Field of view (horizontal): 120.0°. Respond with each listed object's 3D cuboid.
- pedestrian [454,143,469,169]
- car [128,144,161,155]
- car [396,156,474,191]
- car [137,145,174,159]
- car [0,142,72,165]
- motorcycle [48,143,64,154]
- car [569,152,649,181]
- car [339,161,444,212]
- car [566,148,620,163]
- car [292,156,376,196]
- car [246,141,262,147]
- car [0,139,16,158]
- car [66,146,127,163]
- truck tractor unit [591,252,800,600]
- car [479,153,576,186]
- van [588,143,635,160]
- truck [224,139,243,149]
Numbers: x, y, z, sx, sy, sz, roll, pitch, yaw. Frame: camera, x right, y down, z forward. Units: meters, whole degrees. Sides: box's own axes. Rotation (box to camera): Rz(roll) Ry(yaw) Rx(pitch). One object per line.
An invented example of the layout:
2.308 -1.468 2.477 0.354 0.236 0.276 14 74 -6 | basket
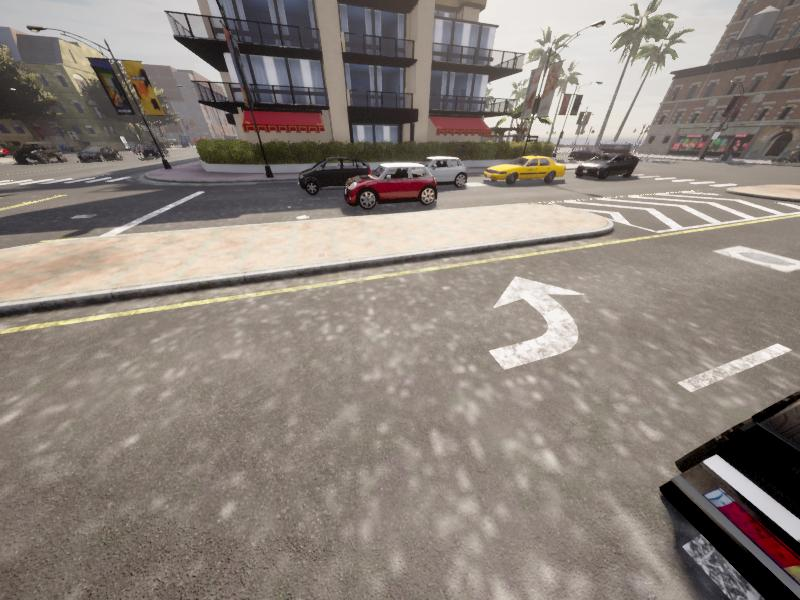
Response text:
5.358 -12.569 20.154 0.751 1.860 0.751 -10 36 -14 | pedestrian
-43.548 -25.814 39.505 1.812 1.442 4.674 -10 36 -15 | car
1.880 -7.319 13.233 3.806 1.475 1.970 -10 36 -14 | car
-33.011 -20.103 31.303 1.845 1.501 3.633 -10 36 -15 | car
-37.717 -15.359 24.137 1.905 1.878 3.866 -12 37 -17 | car
-57.958 -25.514 38.885 2.356 1.277 0.764 28 53 34 | motorcycle
15.182 -9.818 16.874 4.514 1.525 2.007 -13 37 -18 | car
-0.414 -4.822 9.630 3.806 1.475 1.970 -10 36 -14 | car
24.965 -18.973 30.209 2.033 1.411 5.357 -7 36 -11 | car
-3.305 -6.441 11.868 3.705 1.549 1.789 -10 36 -14 | car
-51.098 -54.817 80.939 1.930 1.638 5.238 2 35 3 | car
-56.752 -20.048 30.602 5.566 2.045 2.150 -9 36 -13 | car
-34.959 -17.000 26.862 1.837 1.490 4.892 -10 36 -15 | car
5.283 -0.073 0.453 6.516 4.208 3.053 -10 36 -14 | truck tractor unit
8.068 -8.448 14.808 5.366 1.575 1.801 -10 36 -14 | car
31.035 -22.007 34.092 1.775 1.987 4.442 -10 36 -14 | van
-45.468 -42.695 63.161 2.390 2.098 6.274 -10 36 -15 | truck
